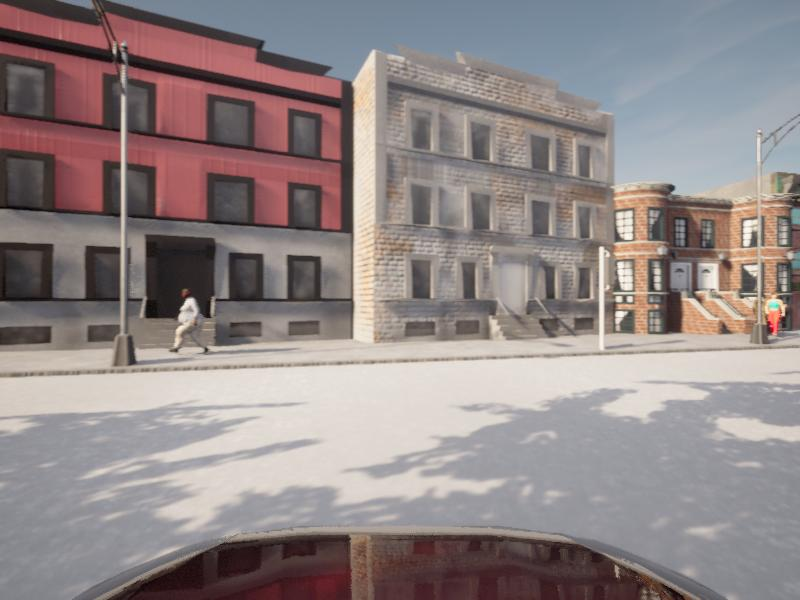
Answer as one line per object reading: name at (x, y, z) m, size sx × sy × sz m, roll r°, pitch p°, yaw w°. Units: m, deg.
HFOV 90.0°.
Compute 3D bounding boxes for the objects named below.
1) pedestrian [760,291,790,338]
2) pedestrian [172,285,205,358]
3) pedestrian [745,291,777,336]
pedestrian at (15.254, 0.573, 16.272) m, size 0.751 × 1.860 × 0.751 m, roll 0°, pitch 0°, yaw -34°
pedestrian at (-5.641, 0.546, 10.708) m, size 0.751 × 1.860 × 0.751 m, roll 0°, pitch 0°, yaw -25°
pedestrian at (15.329, 0.574, 16.975) m, size 0.751 × 1.860 × 0.751 m, roll 0°, pitch 0°, yaw -22°
